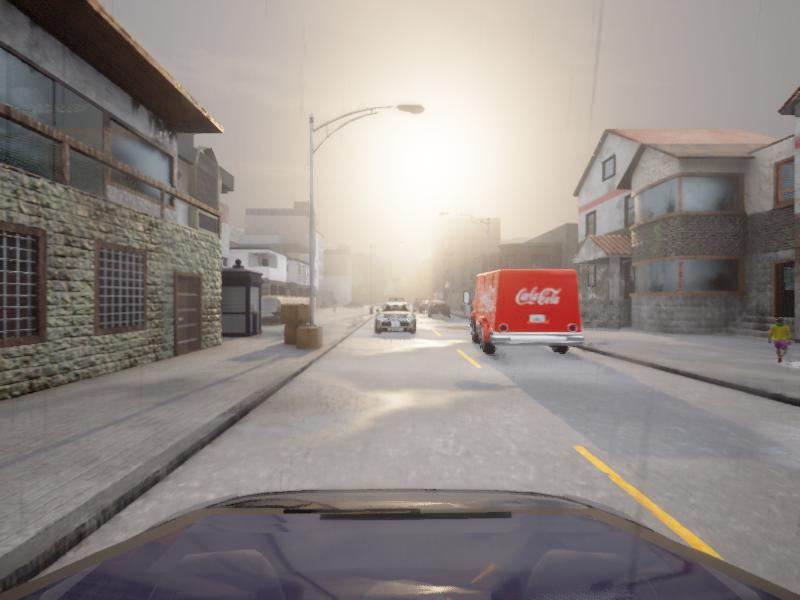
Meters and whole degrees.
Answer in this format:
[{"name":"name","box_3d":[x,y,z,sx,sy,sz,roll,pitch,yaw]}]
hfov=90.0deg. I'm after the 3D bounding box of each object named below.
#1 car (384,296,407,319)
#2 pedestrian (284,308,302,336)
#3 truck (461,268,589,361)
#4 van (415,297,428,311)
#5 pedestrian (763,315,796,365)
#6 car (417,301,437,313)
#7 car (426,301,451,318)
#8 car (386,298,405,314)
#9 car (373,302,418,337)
[{"name":"car","box_3d":[-0.345,0.641,34.600,1.905,1.878,3.866,0,0,0]},{"name":"pedestrian","box_3d":[-4.464,0.911,16.704,0.500,1.100,0.500,0,0,27]},{"name":"truck","box_3d":[3.681,0.363,13.152,2.627,2.467,5.204,0,1,0]},{"name":"van","box_3d":[3.213,0.592,61.524,1.775,1.987,4.442,0,0,0]},{"name":"pedestrian","box_3d":[8.851,0.912,9.334,0.500,1.100,0.500,0,0,-39]},{"name":"car","box_3d":[3.333,0.831,50.332,2.128,1.511,4.902,0,0,0]},{"name":"car","box_3d":[3.496,0.838,37.083,1.837,1.490,4.892,0,-1,0]},{"name":"car","box_3d":[-0.464,0.689,47.485,2.097,1.767,4.553,0,0,0]},{"name":"car","box_3d":[-0.188,0.851,19.325,1.970,1.475,3.806,0,0,0]}]
